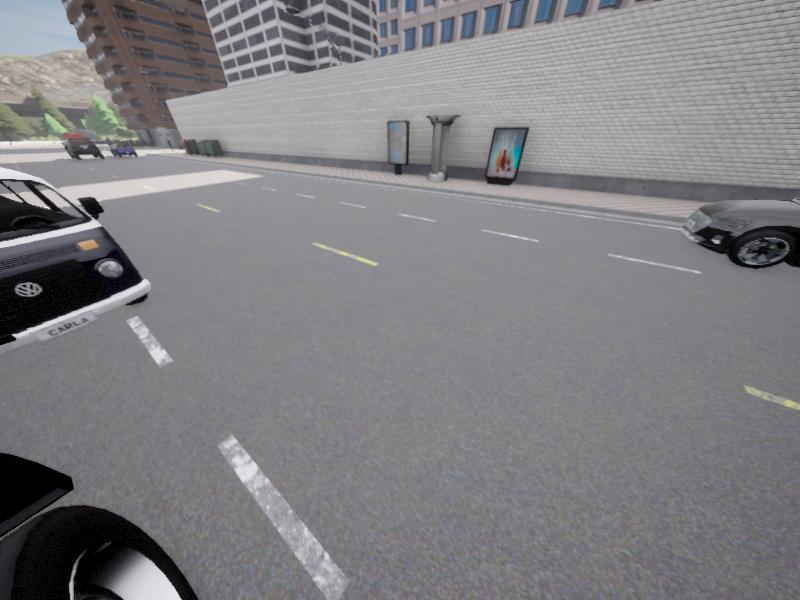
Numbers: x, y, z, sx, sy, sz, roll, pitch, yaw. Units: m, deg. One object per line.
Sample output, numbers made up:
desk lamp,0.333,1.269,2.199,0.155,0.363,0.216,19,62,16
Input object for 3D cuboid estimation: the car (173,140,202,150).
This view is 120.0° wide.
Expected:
car,-43.544,-31.910,47.489,1.789,1.549,3.705,22,41,28

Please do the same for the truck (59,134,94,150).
truck,-62.444,-30.524,44.599,5.204,2.467,2.627,22,41,28

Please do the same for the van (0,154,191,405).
van,-5.746,-0.680,3.069,4.480,2.038,2.069,14,38,21

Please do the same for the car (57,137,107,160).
car,-36.705,-17.476,26.639,5.566,2.045,2.150,21,41,28

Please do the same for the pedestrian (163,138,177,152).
pedestrian,-37.309,-25.209,37.502,0.751,1.860,0.751,20,40,26

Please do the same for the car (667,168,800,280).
car,9.054,-1.278,4.310,4.856,1.649,2.033,22,41,27

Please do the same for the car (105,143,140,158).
car,-35.719,-19.305,29.724,4.193,1.474,1.816,22,41,28

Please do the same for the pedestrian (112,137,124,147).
pedestrian,-61.579,-34.477,50.400,0.751,1.860,0.751,22,41,28

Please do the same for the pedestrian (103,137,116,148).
pedestrian,-57.832,-31.304,45.966,0.751,1.860,0.751,18,39,23

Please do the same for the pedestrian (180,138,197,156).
pedestrian,-25.990,-18.807,28.413,0.751,1.860,0.751,29,44,34
